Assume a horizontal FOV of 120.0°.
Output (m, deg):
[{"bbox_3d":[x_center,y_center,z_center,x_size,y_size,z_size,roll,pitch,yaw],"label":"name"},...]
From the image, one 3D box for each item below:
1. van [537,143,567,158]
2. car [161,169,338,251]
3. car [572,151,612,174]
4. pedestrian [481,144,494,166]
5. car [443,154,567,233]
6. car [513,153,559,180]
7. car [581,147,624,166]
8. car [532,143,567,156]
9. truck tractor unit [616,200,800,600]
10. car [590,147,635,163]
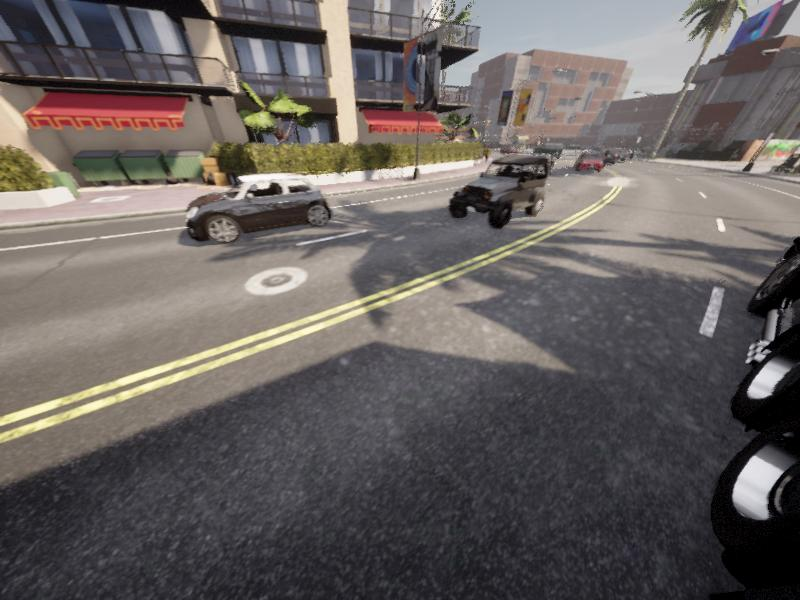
[{"bbox_3d":[25.929,-25.654,39.640,1.775,1.987,4.442,-1,35,-1],"label":"van"},{"bbox_3d":[-4.174,-2.917,6.983,3.806,1.475,1.970,-21,40,-28],"label":"car"},{"bbox_3d":[17.771,-12.994,21.631,2.007,1.525,4.514,17,38,22],"label":"car"},{"bbox_3d":[8.934,-14.841,23.688,0.751,1.860,0.751,18,39,25],"label":"pedestrian"},{"bbox_3d":[3.640,-3.897,8.059,3.866,1.878,1.905,-25,42,-31],"label":"car"},{"bbox_3d":[10.847,-10.668,18.266,1.837,1.490,4.892,24,41,30],"label":"car"},{"bbox_3d":[24.687,-17.744,28.425,2.242,1.667,4.611,9,36,13],"label":"car"},{"bbox_3d":[28.730,-29.162,44.691,2.150,2.045,5.566,-6,35,-9],"label":"car"},{"bbox_3d":[4.995,-0.402,0.932,6.516,4.208,3.053,-23,41,-29],"label":"truck tractor unit"},{"bbox_3d":[29.072,-20.060,31.839,2.152,1.651,5.027,6,35,8],"label":"car"}]
